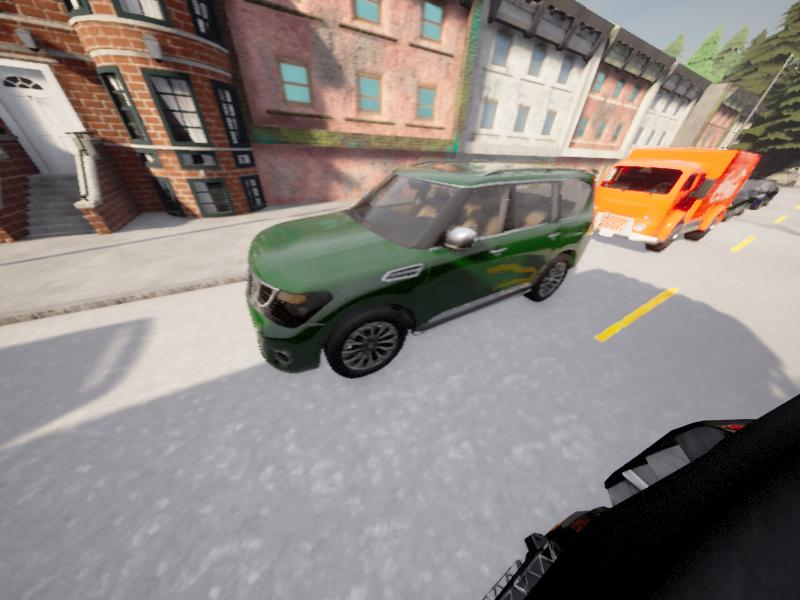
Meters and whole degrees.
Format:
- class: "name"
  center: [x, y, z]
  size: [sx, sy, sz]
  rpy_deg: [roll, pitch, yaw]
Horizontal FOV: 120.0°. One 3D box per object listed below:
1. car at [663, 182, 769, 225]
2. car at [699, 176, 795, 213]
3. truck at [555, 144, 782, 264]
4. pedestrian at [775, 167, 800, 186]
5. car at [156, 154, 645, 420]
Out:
- class: "car"
  center: [14.988, -4.710, 10.962]
  size: [4.718, 1.301, 1.895]
  rpy_deg: [-16, 38, -26]
- class: "car"
  center: [20.717, -6.432, 13.794]
  size: [4.792, 1.488, 2.163]
  rpy_deg: [-16, 38, -26]
- class: "truck"
  center: [8.102, -3.229, 7.178]
  size: [5.204, 2.467, 2.627]
  rpy_deg: [-16, 38, -26]
- class: "pedestrian"
  center: [45.733, -14.449, 27.081]
  size: [0.751, 1.860, 0.751]
  rpy_deg: [9, 34, 9]
- class: "car"
  center: [0.715, -0.945, 3.596]
  size: [5.566, 2.045, 2.150]
  rpy_deg: [-16, 38, -26]
